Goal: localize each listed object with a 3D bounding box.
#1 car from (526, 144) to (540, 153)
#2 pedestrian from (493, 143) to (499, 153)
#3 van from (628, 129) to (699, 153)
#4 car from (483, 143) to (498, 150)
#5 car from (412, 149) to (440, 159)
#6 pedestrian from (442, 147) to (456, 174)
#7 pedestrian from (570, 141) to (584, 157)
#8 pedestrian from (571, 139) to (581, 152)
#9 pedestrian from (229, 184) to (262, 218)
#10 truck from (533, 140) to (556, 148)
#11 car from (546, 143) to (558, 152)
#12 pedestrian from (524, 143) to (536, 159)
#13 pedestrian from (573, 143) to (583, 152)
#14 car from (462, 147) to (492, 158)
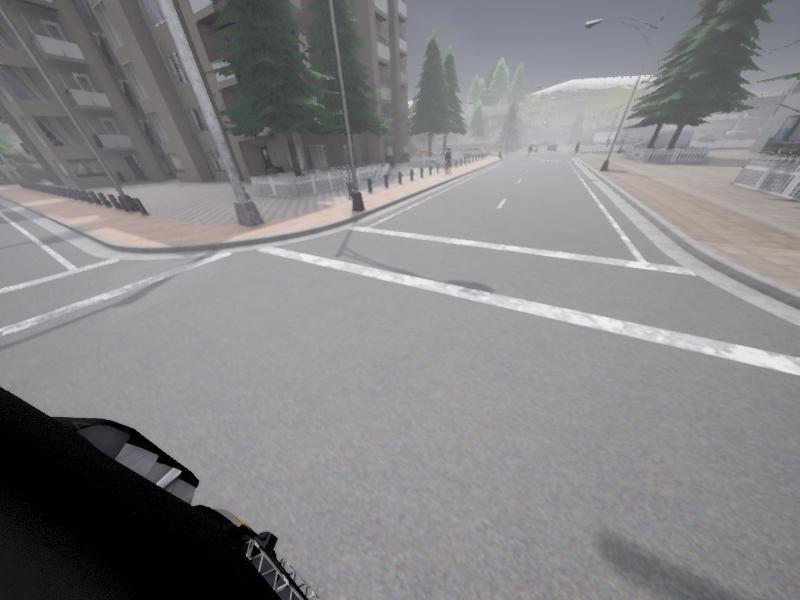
[{"bbox_3d":[28.891,-32.879,50.048,2.007,1.525,4.514,15,37,25],"label":"car"},{"bbox_3d":[20.335,-32.098,48.804,0.751,1.860,0.751,19,39,29],"label":"pedestrian"},{"bbox_3d":[37.536,-22.831,33.289,5.915,2.561,1.988,15,38,25],"label":"van"},{"bbox_3d":[33.590,-57.086,85.987,4.553,1.767,2.097,15,37,25],"label":"car"},{"bbox_3d":[5.149,-28.963,45.893,5.008,1.535,1.882,15,37,25],"label":"car"},{"bbox_3d":[4.014,-11.454,18.970,0.751,1.860,0.751,15,37,25],"label":"pedestrian"},{"bbox_3d":[23.916,-20.431,31.274,0.751,1.860,0.751,0,34,4],"label":"pedestrian"},{"bbox_3d":[32.116,-28.207,42.132,0.751,1.860,0.751,3,34,9],"label":"pedestrian"},{"bbox_3d":[-5.883,-3.800,8.845,0.500,1.100,0.500,12,36,22],"label":"pedestrian"},{"bbox_3d":[50.596,-54.770,80.922,6.274,2.098,2.390,15,38,25],"label":"truck"},{"bbox_3d":[34.171,-34.394,51.957,1.837,1.490,4.892,15,37,25],"label":"car"},{"bbox_3d":[18.378,-21.055,32.649,0.751,1.860,0.751,-28,41,-32],"label":"pedestrian"},{"bbox_3d":[32.163,-27.636,41.774,0.751,1.300,0.751,3,34,9],"label":"pedestrian"},{"bbox_3d":[13.826,-26.424,41.417,4.514,1.525,2.007,18,39,29],"label":"car"}]
